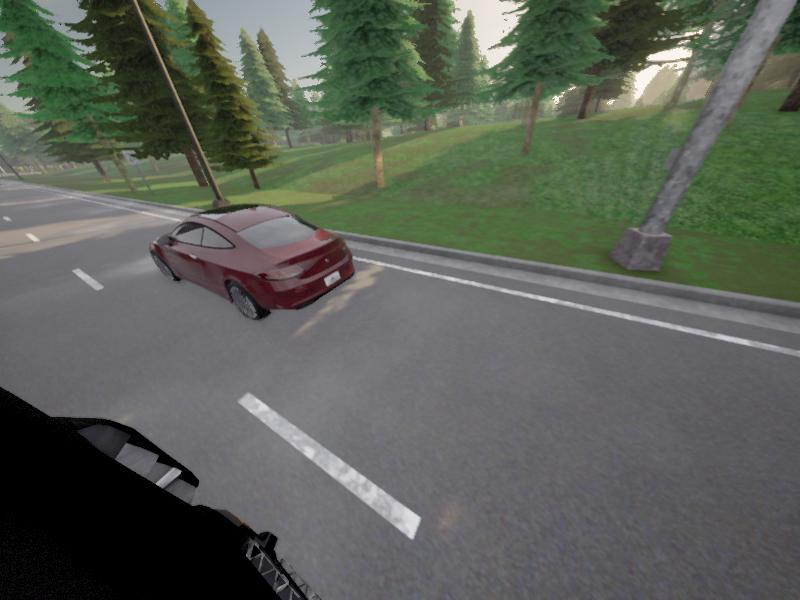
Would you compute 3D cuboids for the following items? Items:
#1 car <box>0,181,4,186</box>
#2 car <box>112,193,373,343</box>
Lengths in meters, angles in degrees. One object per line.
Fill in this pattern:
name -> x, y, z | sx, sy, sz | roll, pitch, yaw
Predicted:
car -> -57.714, -16.728, 32.050 | 5.238, 1.638, 1.930 | 16, 38, 26
car -> -3.022, -1.034, 4.444 | 4.674, 1.442, 1.812 | 16, 38, 26
